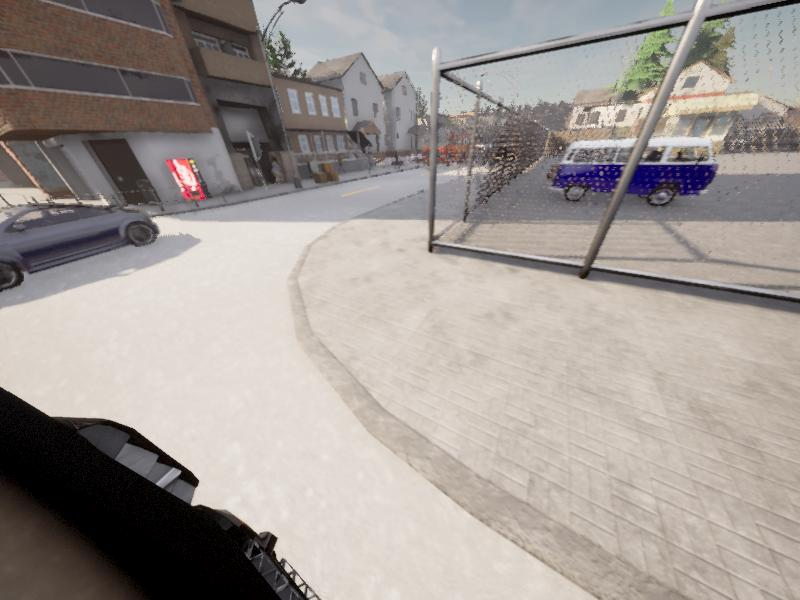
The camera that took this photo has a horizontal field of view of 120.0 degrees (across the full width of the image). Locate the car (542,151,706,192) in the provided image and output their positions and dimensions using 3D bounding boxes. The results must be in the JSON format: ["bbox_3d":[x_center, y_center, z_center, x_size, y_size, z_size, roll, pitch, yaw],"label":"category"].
[{"bbox_3d":[10.384,-6.415,11.469,5.357,1.415,2.033,16,38,26],"label":"car"}]

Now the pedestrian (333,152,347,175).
[{"bbox_3d":[-5.756,-13.141,22.269,0.751,1.860,0.751,15,37,25],"label":"pedestrian"}]

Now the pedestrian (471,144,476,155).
[{"bbox_3d":[15.482,-31.656,48.655,0.751,1.860,0.751,15,38,25],"label":"pedestrian"}]

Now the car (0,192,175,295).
[{"bbox_3d":[-8.824,-1.540,5.672,1.994,1.385,4.181,6,35,14],"label":"car"}]

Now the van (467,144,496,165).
[{"bbox_3d":[9.946,-17.714,28.091,2.069,2.038,4.480,16,38,26],"label":"van"}]

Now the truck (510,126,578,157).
[{"bbox_3d":[23.424,-26.103,38.154,8.468,3.827,2.891,-1,34,3],"label":"truck"}]

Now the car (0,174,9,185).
[{"bbox_3d":[-60.997,-17.074,33.034,2.033,1.649,4.856,-6,34,-5],"label":"car"}]

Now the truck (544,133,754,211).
[{"bbox_3d":[8.248,-4.755,8.555,4.478,2.038,2.069,16,38,26],"label":"truck"}]

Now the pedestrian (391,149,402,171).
[{"bbox_3d":[-0.352,-14.644,24.143,0.751,1.860,0.751,-24,39,-29],"label":"pedestrian"}]

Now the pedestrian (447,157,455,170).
[{"bbox_3d":[5.109,-13.715,23.224,0.500,1.100,0.500,21,40,32],"label":"pedestrian"}]

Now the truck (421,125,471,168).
[{"bbox_3d":[5.806,-18.818,28.446,2.891,3.827,8.468,16,38,26],"label":"truck"}]

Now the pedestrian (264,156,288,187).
[{"bbox_3d":[-8.869,-9.228,16.578,0.751,1.860,0.751,16,38,26],"label":"pedestrian"}]

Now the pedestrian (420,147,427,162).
[{"bbox_3d":[3.651,-22.546,35.773,0.751,1.860,0.751,16,38,26],"label":"pedestrian"}]

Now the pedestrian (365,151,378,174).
[{"bbox_3d":[-2.761,-13.236,22.195,0.751,1.860,0.751,-24,39,-29],"label":"pedestrian"}]
